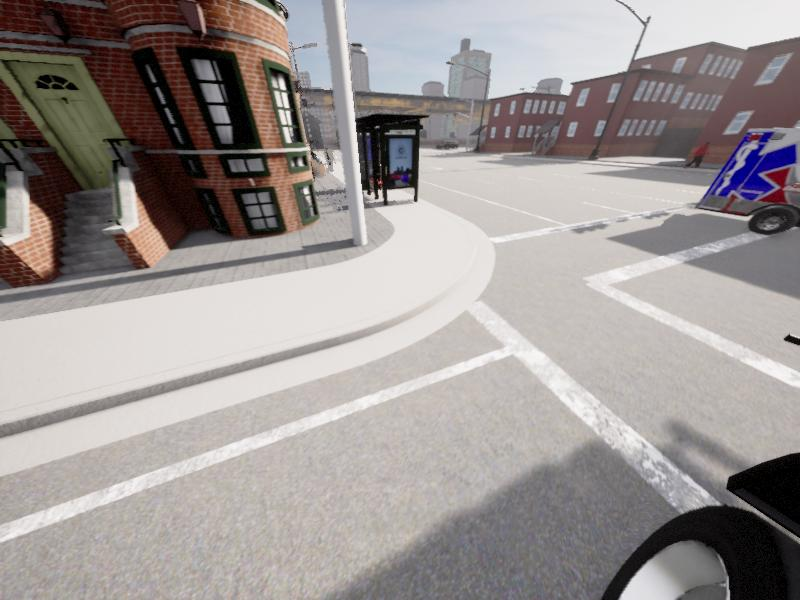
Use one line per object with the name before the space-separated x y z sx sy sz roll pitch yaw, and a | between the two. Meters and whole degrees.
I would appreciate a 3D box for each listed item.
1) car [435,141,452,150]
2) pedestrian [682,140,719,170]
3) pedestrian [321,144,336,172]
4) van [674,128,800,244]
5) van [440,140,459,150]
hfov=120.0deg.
car | 11.780 -42.048 62.745 3.866 1.878 1.905 -13 37 -17
pedestrian | 22.755 -10.987 17.528 0.751 1.860 0.751 -9 36 -11
pedestrian | -5.666 -11.266 18.376 0.751 1.860 0.751 -11 36 -14
van | 11.555 -2.341 5.056 2.351 2.431 6.366 -13 37 -17
van | 12.893 -40.199 59.979 4.442 1.987 1.775 -13 37 -17
